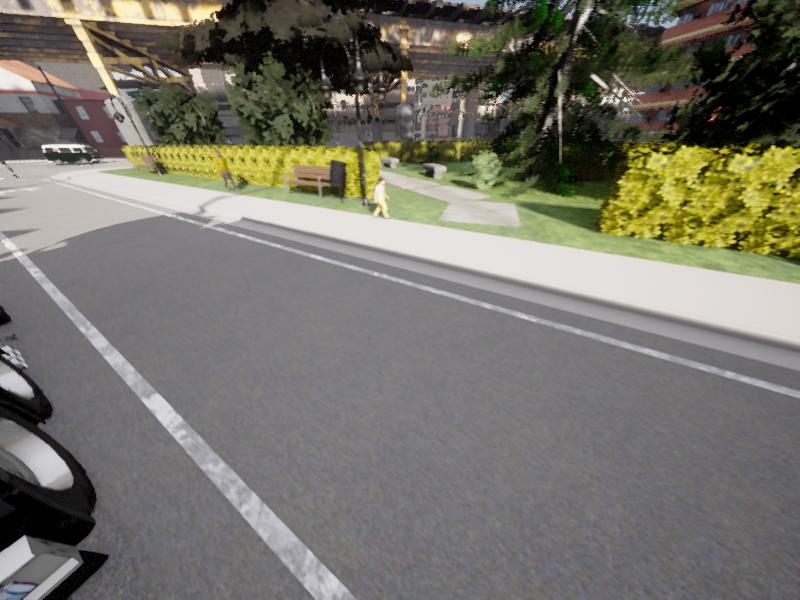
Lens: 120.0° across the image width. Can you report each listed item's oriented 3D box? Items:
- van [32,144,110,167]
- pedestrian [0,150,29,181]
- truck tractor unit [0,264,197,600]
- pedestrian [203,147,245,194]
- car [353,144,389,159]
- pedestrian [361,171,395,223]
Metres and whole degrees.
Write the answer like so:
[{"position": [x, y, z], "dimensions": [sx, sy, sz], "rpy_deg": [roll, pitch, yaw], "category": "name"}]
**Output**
[{"position": [-38.584, -17.131, 27.299], "dimensions": [4.480, 2.038, 2.069], "rpy_deg": [-9, 36, -12], "category": "van"}, {"position": [-28.144, -9.649, 16.541], "dimensions": [0.751, 1.860, 0.751], "rpy_deg": [28, 44, 34], "category": "pedestrian"}, {"position": [-5.122, -0.286, 0.784], "dimensions": [6.516, 4.208, 3.053], "rpy_deg": [18, 39, 24], "category": "truck tractor unit"}, {"position": [-8.331, -6.135, 10.994], "dimensions": [0.751, 1.860, 0.751], "rpy_deg": [18, 39, 25], "category": "pedestrian"}, {"position": [-4.357, -22.262, 34.601], "dimensions": [5.027, 1.651, 2.152], "rpy_deg": [-9, 36, -12], "category": "car"}, {"position": [-0.640, -3.202, 7.178], "dimensions": [0.751, 1.300, 0.751], "rpy_deg": [11, 36, 16], "category": "pedestrian"}]
